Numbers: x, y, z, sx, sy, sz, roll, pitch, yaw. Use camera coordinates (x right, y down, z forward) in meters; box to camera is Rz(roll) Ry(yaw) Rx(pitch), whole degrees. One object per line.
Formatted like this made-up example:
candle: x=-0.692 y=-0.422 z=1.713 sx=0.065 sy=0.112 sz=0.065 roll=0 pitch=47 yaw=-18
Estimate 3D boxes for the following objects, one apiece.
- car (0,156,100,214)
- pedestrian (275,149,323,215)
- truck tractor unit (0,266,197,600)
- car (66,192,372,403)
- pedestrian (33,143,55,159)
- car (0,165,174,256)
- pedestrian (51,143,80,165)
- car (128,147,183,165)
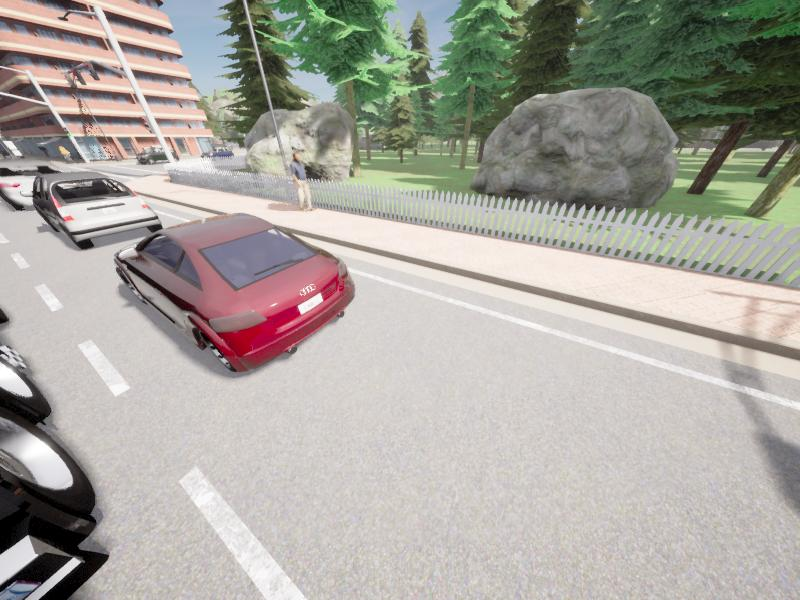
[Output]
car: x=-16.101 y=-5.219 z=10.151 sx=4.611 sy=1.667 sz=2.242 roll=19 pitch=39 yaw=25
pedestrian: x=-3.328 y=-3.958 z=7.774 sx=0.751 sy=1.860 sz=0.751 roll=18 pitch=39 yaw=24
truck tractor unit: x=-5.113 y=-0.298 z=0.773 sx=6.516 sy=4.208 sz=3.053 roll=18 pitch=39 yaw=24
car: x=-2.773 y=-0.593 z=3.674 sx=4.181 sy=1.385 sz=1.994 roll=20 pitch=40 yaw=26
pedestrian: x=-50.338 y=-21.071 z=32.687 sx=0.751 sy=1.860 sz=0.751 roll=18 pitch=39 yaw=24
car: x=-8.954 y=-2.771 z=6.638 sx=3.988 sy=1.617 sz=1.851 roll=18 pitch=39 yaw=25
pedestrian: x=-35.459 y=-15.474 z=24.485 sx=0.751 sy=1.860 sz=0.751 roll=10 pitch=36 yaw=15
car: x=-27.809 y=-16.501 z=26.444 sx=1.789 sy=1.549 sz=3.705 roll=11 pitch=36 yaw=15
